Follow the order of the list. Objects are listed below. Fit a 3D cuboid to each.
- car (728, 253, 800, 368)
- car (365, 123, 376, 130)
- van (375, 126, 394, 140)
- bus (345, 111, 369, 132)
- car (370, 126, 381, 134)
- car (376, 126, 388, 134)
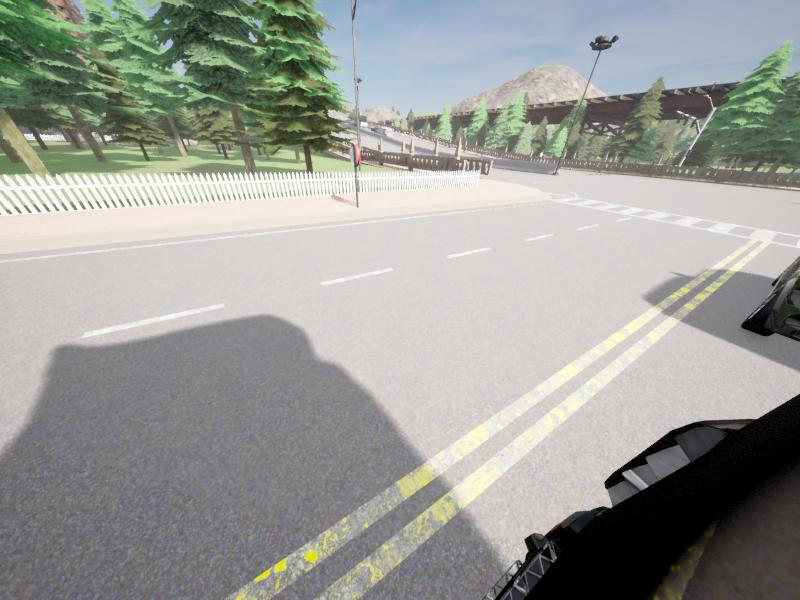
[{"bbox_3d":[7.415,-0.201,3.200,4.553,1.767,2.097,-16,38,-26],"label":"car"},{"bbox_3d":[-10.596,-62.143,82.723,1.801,1.575,5.366,-17,46,-27],"label":"car"},{"bbox_3d":[-4.454,-46.832,64.661,2.351,2.431,6.366,-17,46,-27],"label":"van"},{"bbox_3d":[-14.349,-58.854,75.995,3.944,4.253,10.273,-17,46,-27],"label":"bus"},{"bbox_3d":[-8.029,-54.839,74.426,1.816,1.474,4.193,-17,46,-27],"label":"car"},{"bbox_3d":[-6.104,-56.956,77.303,2.163,1.488,4.792,-17,46,-27],"label":"car"}]
